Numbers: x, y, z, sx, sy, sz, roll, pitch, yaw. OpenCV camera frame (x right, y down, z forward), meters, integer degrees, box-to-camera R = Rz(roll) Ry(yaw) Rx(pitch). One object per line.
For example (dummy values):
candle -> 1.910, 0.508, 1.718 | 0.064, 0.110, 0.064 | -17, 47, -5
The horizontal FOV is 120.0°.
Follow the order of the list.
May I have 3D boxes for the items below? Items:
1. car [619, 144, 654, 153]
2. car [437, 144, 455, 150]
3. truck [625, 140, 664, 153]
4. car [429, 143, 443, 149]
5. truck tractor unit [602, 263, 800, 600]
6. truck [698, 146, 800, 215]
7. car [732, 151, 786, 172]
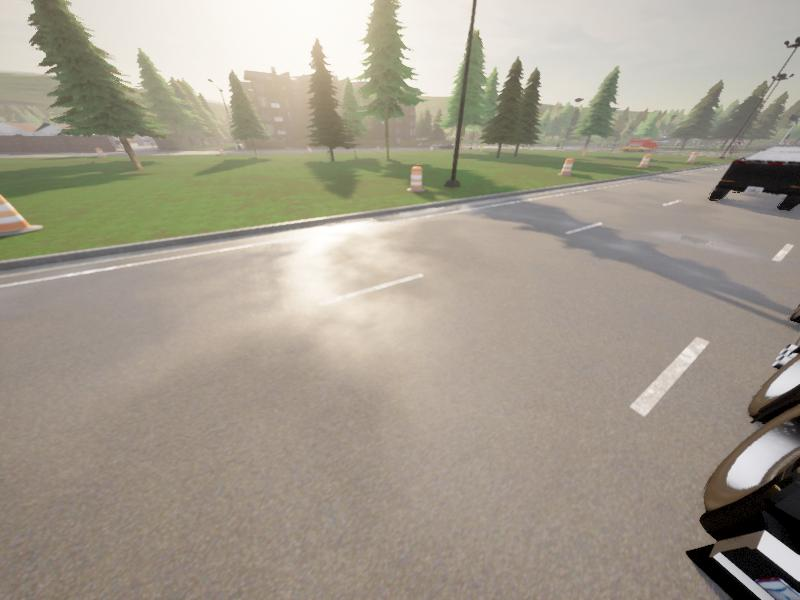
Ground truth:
car -> 54.865, -35.253, 53.739 | 1.801, 1.575, 5.366 | -18, 39, -24
car -> 12.700, -42.095, 63.438 | 4.718, 1.301, 1.895 | -18, 39, -24
truck -> 57.908, -36.614, 54.903 | 2.627, 2.467, 5.204 | -18, 39, -24
car -> 10.177, -43.690, 65.481 | 3.633, 1.501, 1.845 | -18, 39, -24
truck tractor unit -> 5.106, -0.307, 0.779 | 6.516, 4.208, 3.053 | -18, 39, -24
truck -> 16.758, -5.534, 10.248 | 6.274, 2.098, 2.390 | -18, 39, -24
car -> 34.254, -13.289, 22.075 | 4.193, 1.474, 1.816 | -18, 39, -24
